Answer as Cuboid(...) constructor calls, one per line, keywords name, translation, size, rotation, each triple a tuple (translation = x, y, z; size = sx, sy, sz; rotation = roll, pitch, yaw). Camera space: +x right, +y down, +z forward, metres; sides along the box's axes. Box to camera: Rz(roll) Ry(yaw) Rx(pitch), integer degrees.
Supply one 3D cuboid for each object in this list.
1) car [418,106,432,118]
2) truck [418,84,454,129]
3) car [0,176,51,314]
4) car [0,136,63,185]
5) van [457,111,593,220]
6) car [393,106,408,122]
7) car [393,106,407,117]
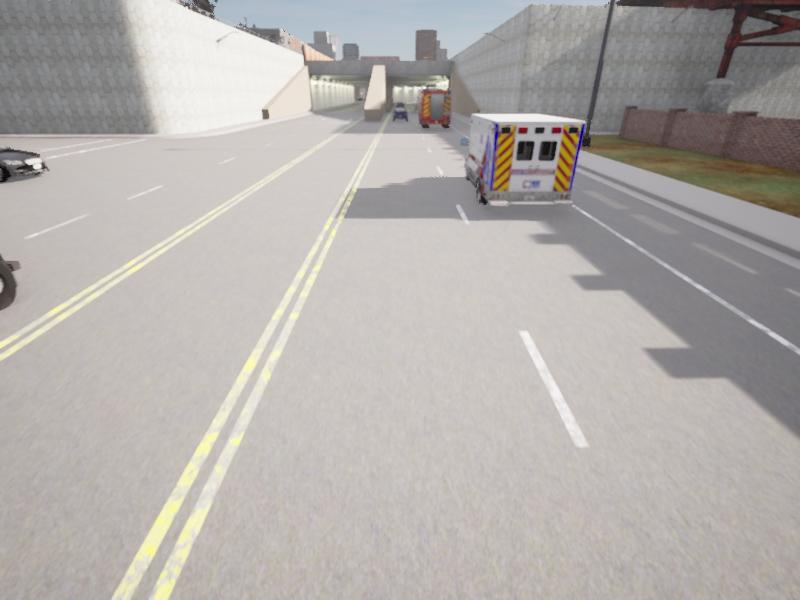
Cuboid(name="car", translation=(3.541, -27.130, 57.702), size=(1.812, 1.442, 4.674), rotation=(0, 27, 0))
Cuboid(name="truck", translation=(3.538, -20.267, 41.778), size=(2.891, 3.827, 8.468), rotation=(0, 27, 0))
Cuboid(name="car", translation=(-7.096, -0.205, 4.923), size=(1.905, 1.878, 3.866), rotation=(-1, 27, -1))
Cuboid(name="car", translation=(-16.552, -5.434, 15.466), size=(4.902, 1.511, 2.128), rotation=(0, 27, 0))
Cuboid(name="van", translation=(3.515, -4.705, 13.093), size=(2.351, 2.431, 6.366), rotation=(0, 27, 0))
Cuboid(name="car", translation=(0.036, -23.752, 51.034), size=(1.882, 1.535, 5.008), rotation=(0, 28, 0))
Cuboid(name="car", translation=(0.045, -28.709, 60.801), size=(2.033, 1.411, 5.357), rotation=(0, 27, 0))
